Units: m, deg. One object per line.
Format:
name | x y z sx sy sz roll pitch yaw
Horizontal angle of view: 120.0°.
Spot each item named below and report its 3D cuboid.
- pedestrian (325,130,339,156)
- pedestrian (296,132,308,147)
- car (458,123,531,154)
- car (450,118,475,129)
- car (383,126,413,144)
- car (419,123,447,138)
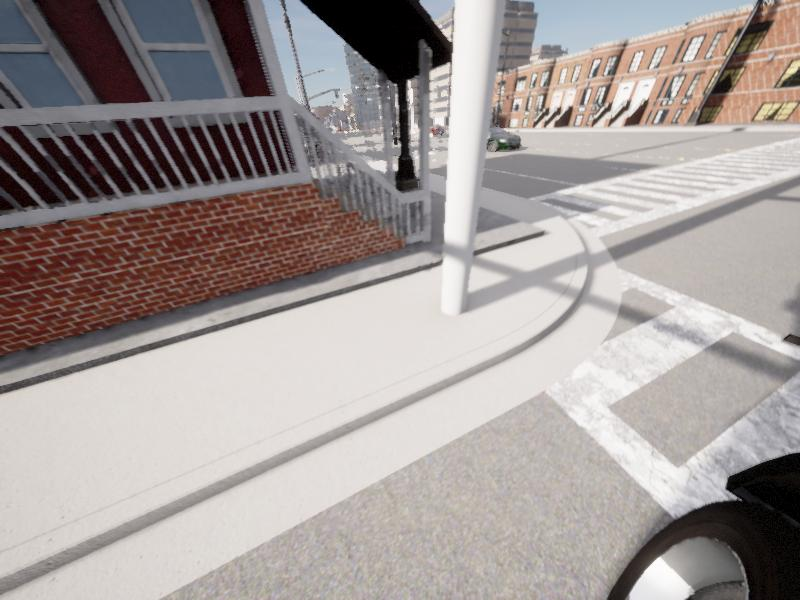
pedestrian | -6.247 -14.418 21.208 0.751 1.860 0.751 -14 38 -12
pedestrian | -14.789 -24.223 34.883 0.751 1.860 0.751 23 46 32
car | 6.668 -11.940 17.045 2.038 1.542 4.974 -18 39 -16
car | 14.364 -40.562 53.108 5.238 1.638 1.930 -18 39 -16
car | -0.317 -21.494 30.119 2.242 1.667 4.611 -18 39 -16
car | 4.811 -25.231 34.465 1.882 1.535 5.008 -18 39 -16
